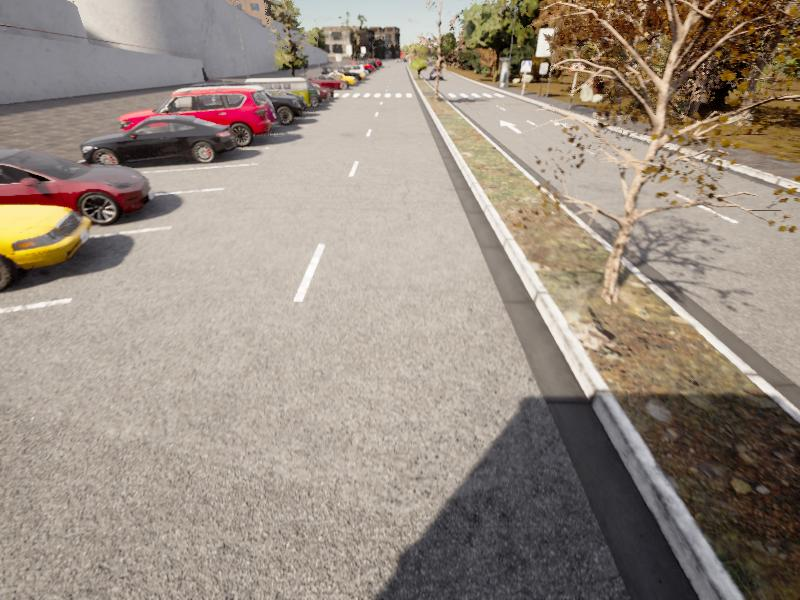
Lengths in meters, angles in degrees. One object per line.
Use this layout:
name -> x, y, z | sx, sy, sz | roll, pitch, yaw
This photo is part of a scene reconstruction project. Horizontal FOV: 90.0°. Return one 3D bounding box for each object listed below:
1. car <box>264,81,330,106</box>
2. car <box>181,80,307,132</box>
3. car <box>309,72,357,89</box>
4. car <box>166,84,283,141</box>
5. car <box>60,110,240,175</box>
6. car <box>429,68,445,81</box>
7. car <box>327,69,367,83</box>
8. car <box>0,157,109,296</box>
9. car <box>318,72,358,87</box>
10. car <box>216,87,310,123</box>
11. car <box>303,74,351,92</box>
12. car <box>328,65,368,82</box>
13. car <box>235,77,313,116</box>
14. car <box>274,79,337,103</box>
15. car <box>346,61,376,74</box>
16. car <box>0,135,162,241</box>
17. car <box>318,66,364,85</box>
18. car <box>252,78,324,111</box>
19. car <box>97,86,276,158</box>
car -> -8.054, -16.216, 31.381 | 4.674, 1.452, 2.002 | -11, 33, -17
car -> -8.040, -10.296, 21.036 | 5.566, 2.045, 2.435 | -11, 32, -17
car -> -8.226, -27.099, 49.281 | 5.366, 1.575, 1.946 | -11, 33, -17
car -> -7.957, -8.746, 18.522 | 4.442, 1.987, 1.878 | -11, 32, -17
car -> -8.060, -5.409, 13.511 | 4.674, 1.452, 2.002 | -11, 33, -17
car -> 5.779, -35.723, 63.253 | 2.033, 1.649, 4.856 | 0, 32, 0
car -> -7.879, -33.434, 59.645 | 5.366, 1.575, 1.946 | -11, 33, -17
car -> -7.894, -0.880, 5.868 | 5.366, 1.575, 1.946 | -11, 32, -17
car -> -8.058, -28.660, 51.928 | 4.674, 1.452, 2.002 | -11, 33, -17
car -> -8.055, -11.617, 23.707 | 4.892, 1.521, 2.231 | -11, 33, -17
car -> -8.030, -24.004, 44.230 | 4.792, 1.488, 2.163 | -11, 32, -17
car -> -8.079, -35.179, 62.008 | 5.566, 2.045, 2.435 | -11, 33, -17
car -> -8.172, -13.332, 26.105 | 4.442, 1.987, 1.878 | -11, 33, -17
car -> -8.033, -17.788, 33.958 | 4.792, 1.488, 2.163 | -11, 32, -17
car -> -8.023, -47.912, 82.402 | 5.566, 2.045, 2.435 | -12, 33, -16
car -> -8.038, -2.351, 8.399 | 4.792, 1.488, 2.163 | -11, 32, -17
car -> -8.030, -30.478, 54.356 | 5.566, 2.045, 2.435 | -11, 33, -17
car -> -8.032, -14.819, 28.752 | 4.553, 1.767, 2.185 | -11, 33, -17
car -> -8.093, -7.192, 15.906 | 5.566, 2.045, 2.435 | -11, 33, -17
